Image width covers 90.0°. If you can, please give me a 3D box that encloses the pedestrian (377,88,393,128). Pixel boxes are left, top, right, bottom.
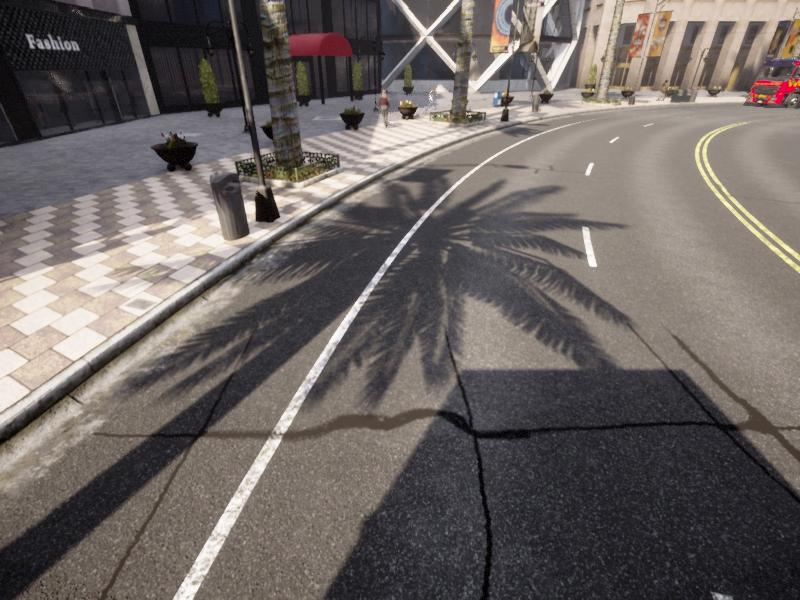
[{"bbox_3d":[-0.813,-10.150,21.189,0.751,1.860,0.751,-3,30,-5],"label":"pedestrian"}]

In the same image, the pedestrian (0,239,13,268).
[{"bbox_3d":[-6.796,-0.996,6.272,0.500,1.100,0.500,6,31,10],"label":"pedestrian"}]

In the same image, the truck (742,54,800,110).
[{"bbox_3d":[34.274,-18.154,33.307,8.468,3.827,2.891,-5,31,-8],"label":"truck"}]

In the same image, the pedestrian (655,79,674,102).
[{"bbox_3d":[24.651,-19.573,37.327,0.751,1.860,0.751,-12,33,-20],"label":"pedestrian"}]

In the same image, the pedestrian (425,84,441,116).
[{"bbox_3d":[2.186,-13.419,26.786,0.751,1.860,0.751,-10,32,-16],"label":"pedestrian"}]
